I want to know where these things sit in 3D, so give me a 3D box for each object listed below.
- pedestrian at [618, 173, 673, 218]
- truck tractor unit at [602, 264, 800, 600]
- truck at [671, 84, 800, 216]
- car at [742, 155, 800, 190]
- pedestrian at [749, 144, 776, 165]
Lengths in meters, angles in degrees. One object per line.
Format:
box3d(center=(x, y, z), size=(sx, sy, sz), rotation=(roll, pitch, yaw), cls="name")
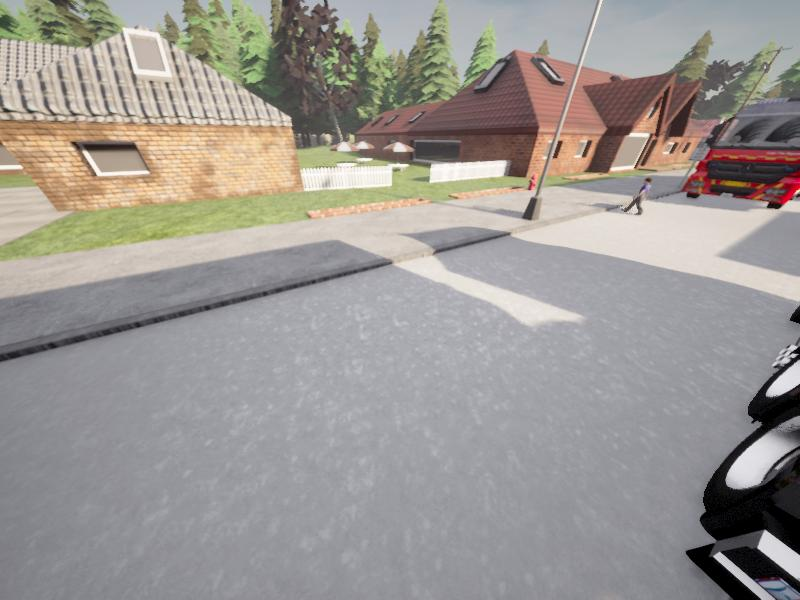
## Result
box3d(center=(8.772, -3.774, 8.303), size=(0.751, 1.300, 0.751), rotation=(-22, 41, -28), cls="pedestrian")
box3d(center=(5.109, -0.303, 0.781), size=(6.516, 4.208, 3.053), rotation=(-18, 39, -24), cls="truck tractor unit")
box3d(center=(16.959, -6.633, 10.304), size=(8.468, 3.827, 2.891), rotation=(-18, 39, -24), cls="truck")
box3d(center=(24.307, -8.071, 14.447), size=(4.902, 1.511, 2.128), rotation=(-18, 39, -24), cls="car")
box3d(center=(39.889, -15.996, 25.413), size=(0.751, 1.860, 0.751), rotation=(-21, 40, -28), cls="pedestrian")
